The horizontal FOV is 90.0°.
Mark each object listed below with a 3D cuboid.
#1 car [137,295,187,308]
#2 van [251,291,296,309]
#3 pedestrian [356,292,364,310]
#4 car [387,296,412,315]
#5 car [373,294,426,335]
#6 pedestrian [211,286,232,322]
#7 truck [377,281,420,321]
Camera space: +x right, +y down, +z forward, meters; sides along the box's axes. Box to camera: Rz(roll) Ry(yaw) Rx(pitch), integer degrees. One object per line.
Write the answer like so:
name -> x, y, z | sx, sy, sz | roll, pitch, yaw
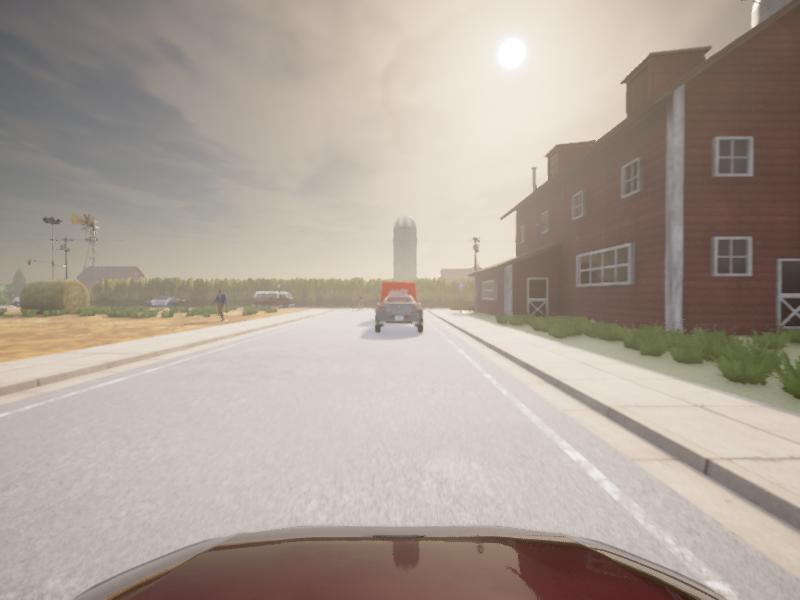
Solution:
car -> -29.392, 0.206, 49.442 | 4.974, 1.542, 2.038 | 0, 1, 1
van -> -14.437, 0.019, 45.748 | 4.480, 2.038, 2.069 | 0, 1, 1
pedestrian -> -4.131, 0.132, 41.500 | 0.751, 1.860, 0.751 | 0, 1, -1
car -> -0.051, 0.396, 35.212 | 2.038, 1.542, 4.974 | 0, 1, 0
car -> -0.038, 0.554, 18.797 | 2.152, 1.651, 5.027 | 0, 1, 0
pedestrian -> -9.451, 0.216, 21.151 | 0.751, 1.860, 0.751 | 0, 1, 3
truck -> -0.061, 0.028, 27.037 | 2.627, 2.467, 5.204 | 0, 1, 0
